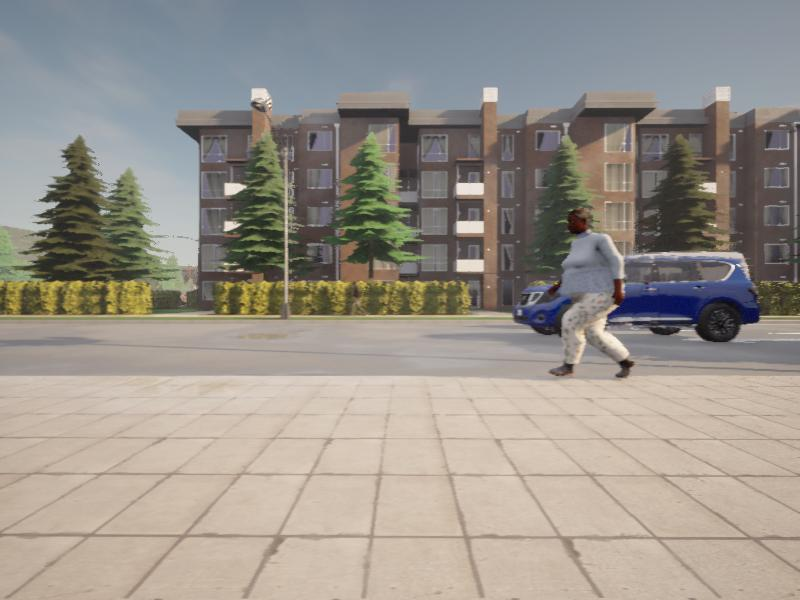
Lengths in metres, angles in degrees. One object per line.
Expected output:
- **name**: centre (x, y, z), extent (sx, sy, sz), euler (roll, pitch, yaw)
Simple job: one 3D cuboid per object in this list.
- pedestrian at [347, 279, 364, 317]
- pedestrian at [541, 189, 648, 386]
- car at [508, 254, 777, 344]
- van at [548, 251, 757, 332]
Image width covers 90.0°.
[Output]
- **pedestrian**: centre (-2.198, -0.116, 20.010), extent (0.751, 1.860, 0.751), euler (0, 0, 1)
- **pedestrian**: centre (1.972, -0.115, 4.159), extent (0.751, 1.860, 0.751), euler (0, 0, 2)
- **car**: centre (5.829, -0.030, 10.202), extent (5.566, 2.045, 2.150), euler (0, 0, 0)
- **van**: centre (8.394, -0.275, 13.710), extent (5.915, 2.561, 1.988), euler (0, 0, 0)
